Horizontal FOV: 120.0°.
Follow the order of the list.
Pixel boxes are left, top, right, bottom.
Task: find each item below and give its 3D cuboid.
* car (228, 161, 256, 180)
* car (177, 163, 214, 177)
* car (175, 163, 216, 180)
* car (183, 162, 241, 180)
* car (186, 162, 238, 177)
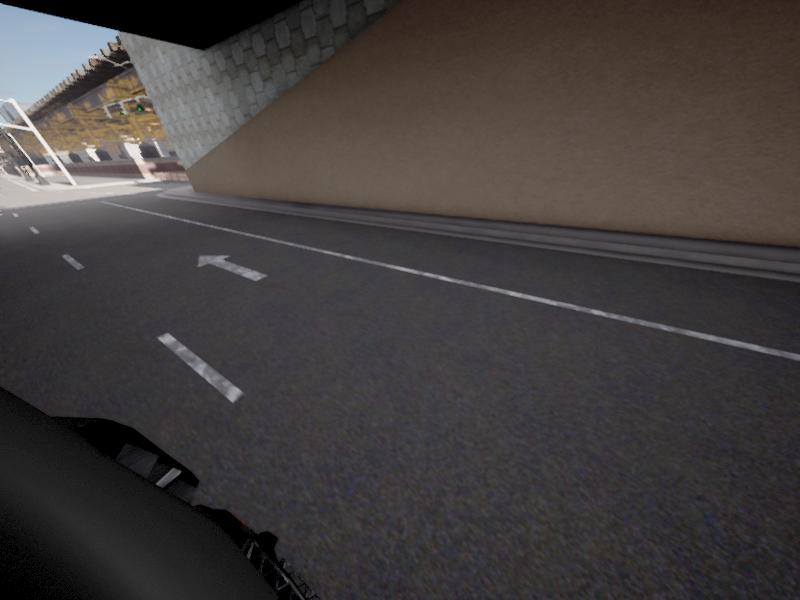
[{"bbox_3d":[-18.078,-14.924,26.554,2.038,1.542,4.974,-19,37,-22],"label":"car"},{"bbox_3d":[-26.934,-17.336,30.629,1.853,1.218,4.536,-10,34,-10],"label":"car"},{"bbox_3d":[-26.915,-17.178,30.673,2.038,1.542,4.974,-10,34,-10],"label":"car"},{"bbox_3d":[-23.025,-15.962,28.522,4.974,1.542,2.038,-4,33,-2],"label":"car"},{"bbox_3d":[-22.980,-16.098,28.438,4.536,1.218,1.853,-4,33,-2],"label":"car"}]
